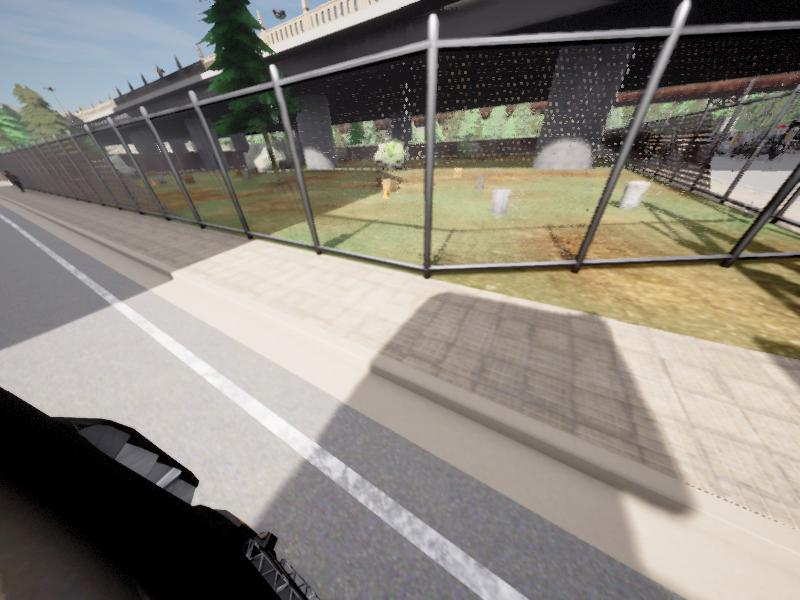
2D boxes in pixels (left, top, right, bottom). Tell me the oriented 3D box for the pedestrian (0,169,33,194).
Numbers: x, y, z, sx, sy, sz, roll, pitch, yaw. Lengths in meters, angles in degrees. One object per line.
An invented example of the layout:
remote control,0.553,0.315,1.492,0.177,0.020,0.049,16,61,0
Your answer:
pedestrian,-33.814,-10.433,20.310,0.751,1.860,0.751,15,37,24

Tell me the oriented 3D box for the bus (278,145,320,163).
bus,-30.838,-45.050,71.132,10.273,4.253,3.944,-27,40,-32
